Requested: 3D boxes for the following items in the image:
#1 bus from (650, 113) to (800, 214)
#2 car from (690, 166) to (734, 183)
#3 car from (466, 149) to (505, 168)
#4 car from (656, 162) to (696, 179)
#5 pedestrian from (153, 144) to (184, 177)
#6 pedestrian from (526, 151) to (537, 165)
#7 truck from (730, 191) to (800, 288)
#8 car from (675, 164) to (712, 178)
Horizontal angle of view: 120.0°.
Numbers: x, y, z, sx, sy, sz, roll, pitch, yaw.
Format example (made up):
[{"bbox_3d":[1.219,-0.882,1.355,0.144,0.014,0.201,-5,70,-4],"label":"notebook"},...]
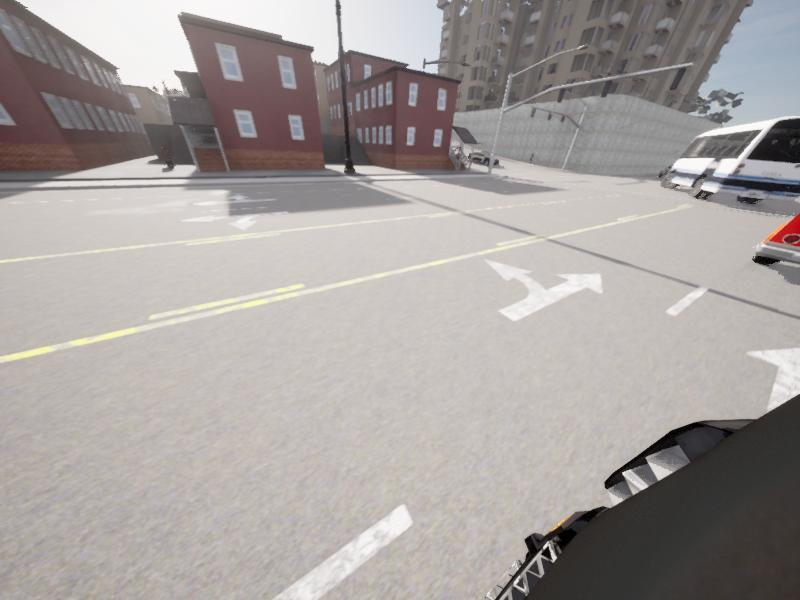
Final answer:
[{"bbox_3d":[22.762,-9.485,16.029,3.944,4.253,10.273,22,38,23],"label":"bus"},{"bbox_3d":[40.167,-16.147,29.712,4.856,1.649,2.033,-16,38,-26],"label":"car"},{"bbox_3d":[12.439,-20.915,34.015,1.930,1.638,5.238,-16,43,-26],"label":"car"},{"bbox_3d":[38.263,-17.934,32.054,4.605,1.855,1.932,-16,38,-26],"label":"car"},{"bbox_3d":[-15.892,-9.586,15.869,0.751,1.860,0.751,26,40,31],"label":"pedestrian"},{"bbox_3d":[21.489,-23.238,37.776,0.751,1.860,0.751,-16,38,-25],"label":"pedestrian"},{"bbox_3d":[11.143,-1.718,5.104,5.204,2.467,2.627,-14,37,-23],"label":"truck"},{"bbox_3d":[44.941,-19.805,35.425,4.553,1.767,2.097,-16,38,-26],"label":"car"}]
